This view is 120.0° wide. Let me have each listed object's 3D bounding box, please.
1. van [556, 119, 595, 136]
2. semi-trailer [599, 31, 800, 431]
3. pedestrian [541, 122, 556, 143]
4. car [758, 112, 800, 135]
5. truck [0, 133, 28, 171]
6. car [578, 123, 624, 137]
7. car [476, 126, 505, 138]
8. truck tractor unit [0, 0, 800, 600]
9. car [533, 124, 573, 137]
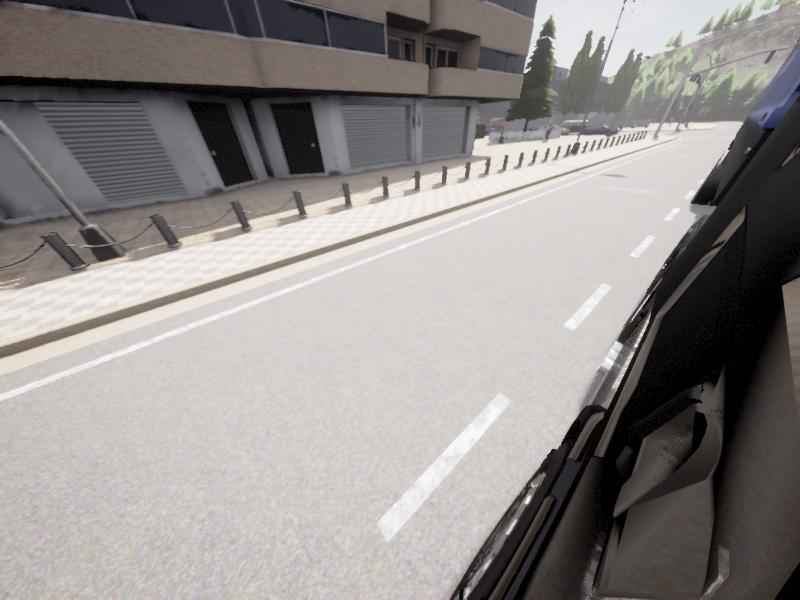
[{"bbox_3d":[29.647,-29.191,39.146,2.069,2.038,4.480,-28,43,-29],"label":"van"},{"bbox_3d":[8.638,-3.645,4.286,14.254,4.402,2.717,-29,44,-30],"label":"semi-trailer"},{"bbox_3d":[16.714,-18.862,25.995,0.751,1.860,0.751,27,46,34],"label":"pedestrian"},{"bbox_3d":[41.014,-18.276,23.892,1.932,1.855,4.605,13,38,17],"label":"car"},{"bbox_3d":[-48.565,-17.120,26.521,2.891,3.827,8.468,-27,43,-29],"label":"truck"},{"bbox_3d":[29.894,-25.425,34.580,1.812,1.442,4.674,-26,43,-28],"label":"car"},{"bbox_3d":[18.078,-33.869,46.514,2.033,1.649,4.856,-27,45,-29],"label":"car"},{"bbox_3d":[2.645,-0.295,0.352,6.516,4.208,3.053,-28,44,-30],"label":"truck tractor unit"},{"bbox_3d":[25.645,-28.536,38.882,2.152,1.651,5.027,-27,43,-29],"label":"car"}]
